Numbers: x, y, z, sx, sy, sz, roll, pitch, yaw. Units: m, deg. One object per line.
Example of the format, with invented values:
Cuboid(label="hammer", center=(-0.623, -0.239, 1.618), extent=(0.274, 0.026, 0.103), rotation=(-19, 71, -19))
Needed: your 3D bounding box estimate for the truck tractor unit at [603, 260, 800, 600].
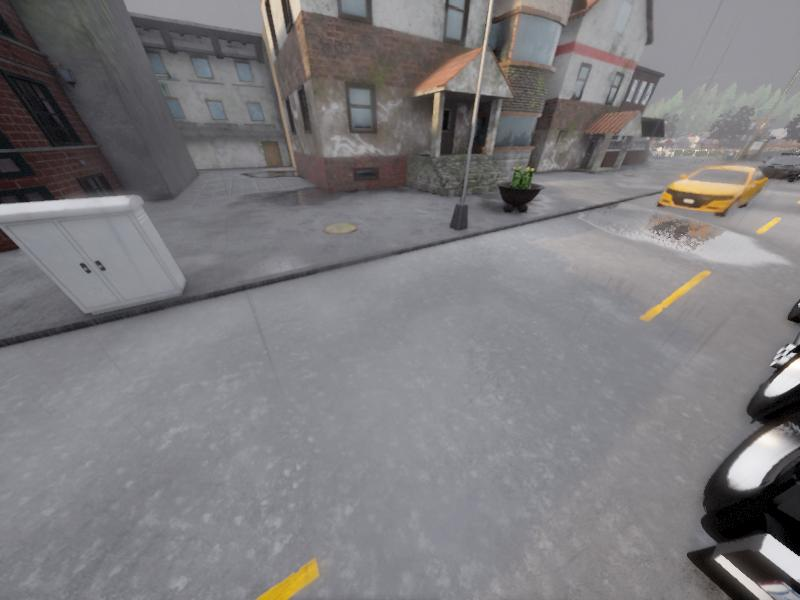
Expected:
Cuboid(label="truck tractor unit", center=(5.099, -0.313, 0.789), extent=(6.516, 4.208, 3.053), rotation=(-19, 39, -24))

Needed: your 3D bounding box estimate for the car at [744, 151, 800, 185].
Cuboid(label="car", center=(26.813, -9.292, 16.126), extent=(5.238, 1.638, 1.930), rotation=(-19, 39, -25))

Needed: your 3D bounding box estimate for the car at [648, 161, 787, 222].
Cuboid(label="car", center=(12.588, -4.479, 9.188), extent=(5.008, 1.535, 1.882), rotation=(-18, 39, -24))
